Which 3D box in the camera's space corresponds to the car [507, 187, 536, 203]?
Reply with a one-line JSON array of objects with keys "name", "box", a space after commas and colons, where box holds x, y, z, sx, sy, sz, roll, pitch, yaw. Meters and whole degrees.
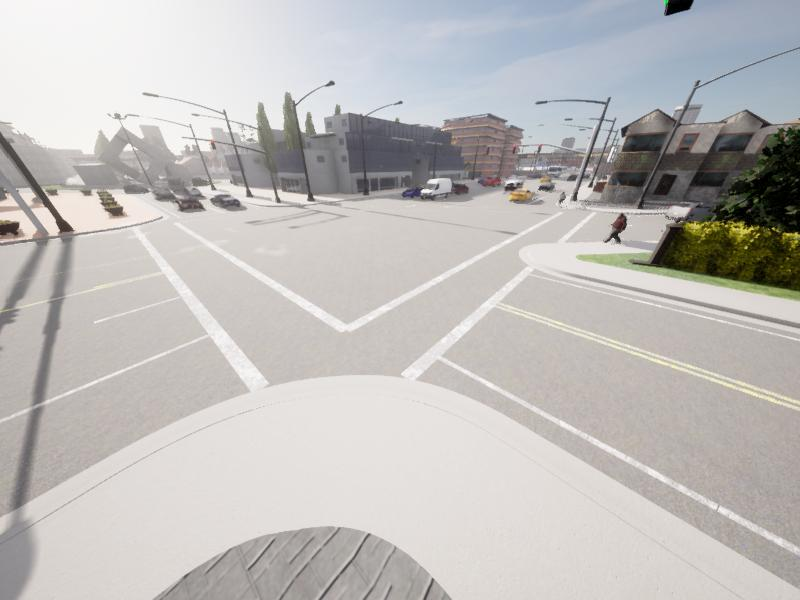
[{"name": "car", "box": [16.566, -14.332, 31.411, 1.882, 1.535, 5.008, 23, 38, 34]}]

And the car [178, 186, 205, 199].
[{"name": "car", "box": [-32.462, -16.796, 35.947, 4.514, 1.525, 2.007, 23, 37, 34]}]

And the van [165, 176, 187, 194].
[{"name": "van", "box": [-41.490, -21.464, 42.906, 1.988, 2.561, 5.915, -21, 36, -32]}]

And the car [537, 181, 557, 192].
[{"name": "car", "box": [26.659, -20.576, 41.835, 1.895, 1.301, 4.718, 23, 39, 34]}]

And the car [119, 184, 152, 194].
[{"name": "car", "box": [-46.815, -19.682, 40.916, 4.193, 1.474, 1.816, 10, 31, 16]}]

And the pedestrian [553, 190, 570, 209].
[{"name": "pedestrian", "box": [17.917, -11.135, 25.613, 0.751, 1.860, 0.751, -2, 30, -3]}]

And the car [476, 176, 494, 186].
[{"name": "car", "box": [19.481, -27.383, 53.068, 1.882, 1.535, 5.008, 23, 39, 34]}]

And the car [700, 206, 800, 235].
[{"name": "car", "box": [26.847, -6.083, 17.507, 5.027, 1.651, 2.152, -3, 30, -5]}]

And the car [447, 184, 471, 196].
[{"name": "car", "box": [9.896, -18.442, 38.570, 1.812, 1.442, 4.674, 23, 38, 34]}]

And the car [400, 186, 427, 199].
[{"name": "car", "box": [2.081, -16.509, 35.330, 1.816, 1.474, 4.193, 23, 37, 34]}]

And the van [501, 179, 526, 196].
[{"name": "van", "box": [18.826, -18.739, 38.304, 2.069, 2.038, 4.480, 23, 38, 34]}]

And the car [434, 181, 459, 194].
[{"name": "car", "box": [8.484, -20.488, 41.852, 1.930, 1.638, 5.238, 23, 39, 34]}]

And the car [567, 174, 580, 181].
[{"name": "car", "box": [47.638, -33.602, 63.331, 1.930, 1.638, 5.238, 23, 36, 34]}]

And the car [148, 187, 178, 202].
[{"name": "car", "box": [-33.943, -15.165, 33.040, 5.008, 1.535, 1.882, 23, 37, 34]}]

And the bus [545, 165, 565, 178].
[{"name": "bus", "box": [60.639, -50.134, 90.497, 3.944, 4.253, 10.273, 23, 35, 34]}]

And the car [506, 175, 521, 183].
[{"name": "car", "box": [28.265, -30.080, 57.426, 1.812, 1.442, 4.674, 23, 38, 34]}]

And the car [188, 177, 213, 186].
[{"name": "car", "box": [-49.398, -29.358, 57.289, 1.905, 1.878, 3.866, 6, 31, 10]}]

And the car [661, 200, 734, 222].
[{"name": "car", "box": [26.141, -7.906, 20.436, 3.633, 1.501, 1.845, -3, 30, -5]}]

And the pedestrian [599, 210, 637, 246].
[{"name": "pedestrian", "box": [12.456, -4.135, 13.262, 0.751, 1.860, 0.751, 8, 31, 13]}]

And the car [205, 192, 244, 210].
[{"name": "car", "box": [-20.865, -11.859, 27.446, 5.357, 1.411, 2.033, 23, 37, 34]}]

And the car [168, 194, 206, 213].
[{"name": "car", "box": [-23.319, -10.588, 25.279, 4.181, 1.385, 1.994, 23, 37, 34]}]

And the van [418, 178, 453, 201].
[{"name": "van", "box": [5.242, -16.131, 33.596, 1.988, 2.561, 5.915, 23, 37, 34]}]

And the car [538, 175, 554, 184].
[{"name": "car", "box": [34.090, -28.168, 53.957, 1.801, 1.575, 5.366, 23, 38, 34]}]

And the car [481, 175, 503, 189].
[{"name": "car", "box": [19.055, -24.489, 47.822, 2.150, 2.045, 5.566, 23, 39, 34]}]
